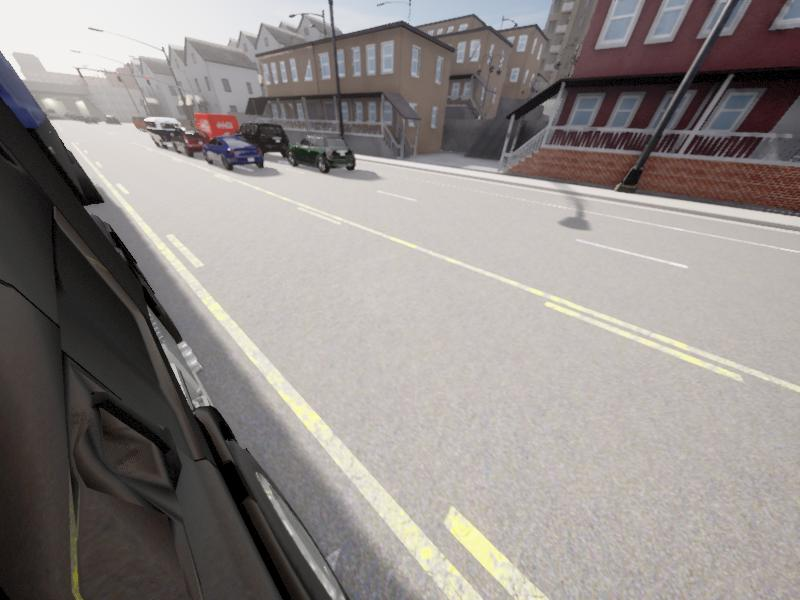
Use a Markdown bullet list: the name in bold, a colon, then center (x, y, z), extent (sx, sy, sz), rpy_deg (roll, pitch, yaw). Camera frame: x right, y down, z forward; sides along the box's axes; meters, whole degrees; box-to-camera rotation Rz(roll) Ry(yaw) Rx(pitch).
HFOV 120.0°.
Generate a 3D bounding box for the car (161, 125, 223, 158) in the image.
- **car**: center (-14.612, -11.142, 16.217), extent (3.988, 1.617, 1.851), rpy_deg (28, 44, 30)

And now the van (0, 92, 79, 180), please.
- **van**: center (-16.323, -6.991, 9.772), extent (5.915, 2.561, 1.988), rpy_deg (27, 43, 30)

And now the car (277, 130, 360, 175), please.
- **car**: center (-4.697, -8.651, 13.395), extent (4.553, 1.767, 2.097), rpy_deg (28, 44, 30)

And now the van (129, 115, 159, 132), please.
- **van**: center (-40.990, -28.228, 36.946), extent (4.442, 1.987, 1.775), rpy_deg (27, 43, 28)

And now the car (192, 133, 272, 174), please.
- **car**: center (-9.369, -8.261, 12.857), extent (4.674, 1.442, 1.812), rpy_deg (28, 44, 30)

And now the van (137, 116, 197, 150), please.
- **van**: center (-19.306, -13.832, 19.131), extent (4.480, 2.038, 2.069), rpy_deg (28, 44, 30)

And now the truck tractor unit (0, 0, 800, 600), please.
- **truck tractor unit**: center (-2.645, -0.295, 0.351), extent (6.516, 4.208, 3.053), rpy_deg (28, 44, 30)

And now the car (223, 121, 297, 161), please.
- **car**: center (-10.243, -11.706, 16.892), extent (5.566, 2.045, 2.150), rpy_deg (28, 44, 30)

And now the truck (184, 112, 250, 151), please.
- **truck**: center (-16.321, -15.054, 20.602), extent (5.204, 2.467, 2.627), rpy_deg (29, 44, 31)

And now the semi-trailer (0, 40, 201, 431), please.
- **semi-trailer**: center (-8.679, -3.623, 4.238), extent (14.254, 4.402, 2.717), rpy_deg (28, 44, 30)
